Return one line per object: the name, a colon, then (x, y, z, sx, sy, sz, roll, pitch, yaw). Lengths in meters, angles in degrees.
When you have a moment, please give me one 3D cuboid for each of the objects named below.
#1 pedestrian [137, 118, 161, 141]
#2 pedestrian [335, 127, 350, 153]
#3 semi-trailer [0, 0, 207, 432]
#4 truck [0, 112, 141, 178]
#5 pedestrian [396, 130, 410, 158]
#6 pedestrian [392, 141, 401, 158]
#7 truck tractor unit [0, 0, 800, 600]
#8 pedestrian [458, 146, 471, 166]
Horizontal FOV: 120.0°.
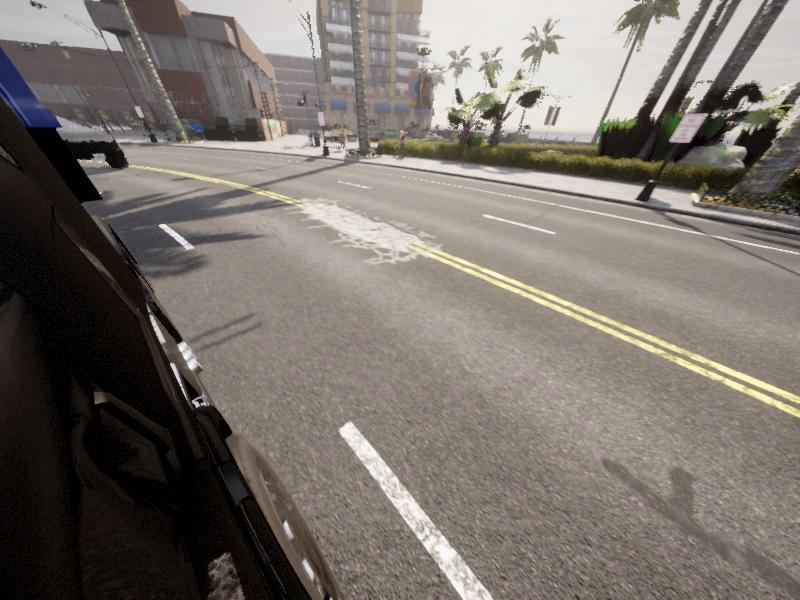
pedestrian: (-26.097, -17.765, 24.046, 0.751, 1.860, 0.751, 0, 37, -3)
pedestrian: (-5.047, -14.119, 20.389, 0.751, 1.860, 0.751, 13, 38, 13)
semi-trailer: (-9.064, -3.314, 3.850, 14.254, 4.402, 2.717, 24, 41, 26)
truck: (-16.293, -7.253, 10.643, 6.274, 2.098, 2.390, 11, 38, 12)
pedestrian: (0.212, -12.468, 18.486, 0.751, 1.860, 0.751, -22, 43, -29)
pedestrian: (-0.284, -12.402, 19.004, 0.500, 1.100, 0.500, 31, 45, 33)
truck tractor unit: (-2.645, -0.295, 0.351, 6.516, 4.208, 3.053, 28, 44, 30)
pedestrian: (4.563, -10.172, 16.301, 0.500, 1.100, 0.500, 27, 43, 29)
